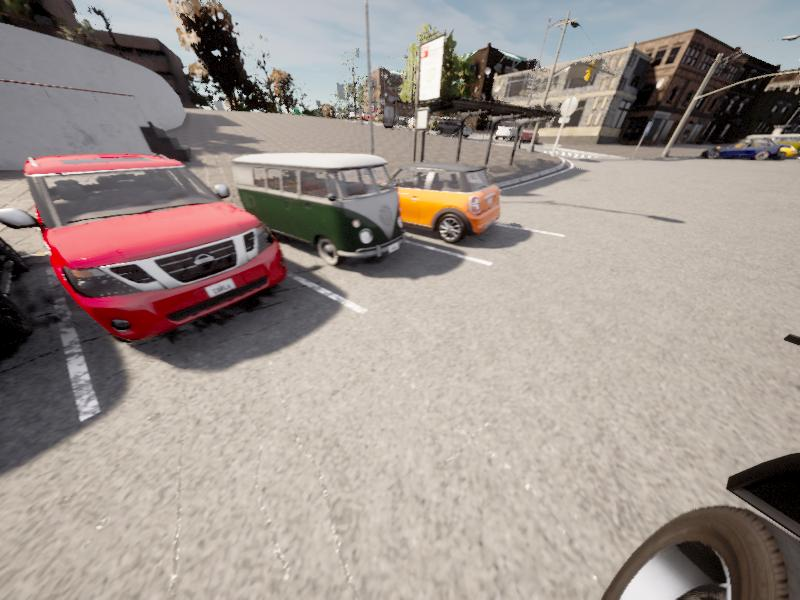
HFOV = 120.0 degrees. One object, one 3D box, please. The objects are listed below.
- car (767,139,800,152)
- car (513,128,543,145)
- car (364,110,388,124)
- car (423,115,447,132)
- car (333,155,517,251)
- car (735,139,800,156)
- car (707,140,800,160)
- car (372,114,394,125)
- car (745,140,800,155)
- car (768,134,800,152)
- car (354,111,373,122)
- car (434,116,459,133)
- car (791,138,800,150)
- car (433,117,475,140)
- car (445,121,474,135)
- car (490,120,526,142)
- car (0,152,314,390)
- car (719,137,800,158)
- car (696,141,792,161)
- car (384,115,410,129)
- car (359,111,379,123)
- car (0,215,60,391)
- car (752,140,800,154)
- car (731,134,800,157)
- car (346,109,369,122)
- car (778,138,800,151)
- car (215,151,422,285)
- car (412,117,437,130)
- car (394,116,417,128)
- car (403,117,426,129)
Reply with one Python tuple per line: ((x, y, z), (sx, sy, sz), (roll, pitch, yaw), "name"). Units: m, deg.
((54.558, -20.961, 31.393), (4.674, 1.452, 2.002), (28, 44, 35), "car")
((16.120, -20.499, 29.012), (2.002, 1.452, 4.674), (27, 43, 25), "car")
((-5.592, -42.307, 53.428), (2.435, 2.045, 5.566), (27, 43, 24), "car")
((6.089, -30.632, 40.152), (1.878, 1.987, 4.442), (28, 43, 25), "car")
((0.530, -3.159, 6.843), (4.553, 1.767, 2.185), (22, 41, 30), "car")
((43.764, -17.808, 26.981), (4.892, 1.521, 2.231), (27, 43, 34), "car")
((35.900, -15.251, 23.434), (5.366, 1.575, 1.946), (26, 42, 33), "car")
((-3.795, -40.558, 51.842), (1.946, 1.575, 5.366), (27, 43, 25), "car")
((46.454, -18.581, 28.113), (4.674, 1.452, 2.002), (27, 43, 34), "car")
((57.299, -21.970, 32.287), (5.566, 2.045, 2.435), (28, 44, 35), "car")
((-8.994, -45.506, 57.317), (2.185, 1.767, 4.553), (25, 41, 26), "car")
((7.757, -28.966, 38.252), (1.878, 1.987, 4.442), (28, 43, 25), "car")
((65.480, -24.036, 35.557), (2.097, 1.535, 5.008), (-30, 44, -35), "car")
((6.345, -20.549, 27.633), (1.932, 1.855, 4.605), (-20, 45, -28), "car")
((9.460, -27.178, 36.570), (2.231, 1.521, 4.892), (27, 43, 26), "car")
((14.488, -22.401, 30.745), (2.435, 2.045, 5.566), (28, 43, 26), "car")
((-4.502, -1.344, 4.090), (5.566, 2.045, 2.435), (22, 40, 30), "car")
((38.397, -16.271, 24.644), (4.553, 1.767, 2.185), (26, 42, 34), "car")
((33.061, -14.542, 22.534), (4.792, 1.488, 2.163), (26, 43, 33), "car")
((-0.527, -31.163, 40.453), (2.128, 1.511, 4.902), (-20, 45, -28), "car")
((-7.325, -43.872, 55.396), (2.185, 1.767, 4.553), (26, 42, 25), "car")
((-7.057, -0.387, 2.756), (5.566, 2.045, 2.435), (22, 41, 29), "car")
((49.148, -19.388, 29.226), (4.674, 1.452, 2.002), (27, 43, 35), "car")
((41.174, -17.130, 25.652), (4.442, 1.987, 1.878), (26, 43, 34), "car")
((-10.708, -47.105, 59.115), (2.435, 2.045, 5.566), (23, 40, 28), "car")
((60.003, -22.541, 33.501), (5.008, 1.535, 2.097), (28, 44, 36), "car")
((-1.922, -2.259, 5.410), (4.442, 1.987, 1.878), (22, 40, 30), "car")
((4.583, -32.263, 42.391), (1.946, 1.575, 5.366), (27, 43, 26), "car")
((1.127, -35.471, 46.087), (2.002, 1.452, 4.674), (27, 43, 25), "car")
((2.809, -33.810, 44.194), (2.002, 1.452, 4.674), (28, 43, 25), "car")
